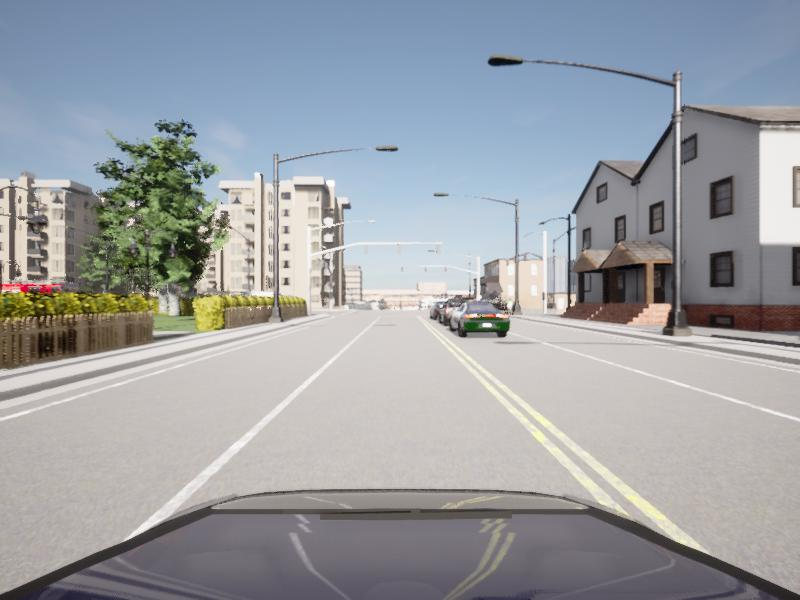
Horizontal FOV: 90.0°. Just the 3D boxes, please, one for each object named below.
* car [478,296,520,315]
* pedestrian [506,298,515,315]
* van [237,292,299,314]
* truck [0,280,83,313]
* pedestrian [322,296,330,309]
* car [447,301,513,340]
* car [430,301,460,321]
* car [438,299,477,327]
[{"bbox_3d":[12.242,0.686,49.641,4.605,1.855,1.932,7,0,-3],"label":"car"},{"bbox_3d":[11.985,0.670,43.494,0.751,1.860,0.751,0,0,1],"label":"pedestrian"},{"bbox_3d":[-15.297,0.318,46.598,6.366,2.431,2.351,0,0,1],"label":"van"},{"bbox_3d":[-42.817,-0.380,47.223,8.468,3.827,2.891,0,0,-1],"label":"truck"},{"bbox_3d":[-10.824,0.316,58.466,0.751,1.860,0.751,0,0,24],"label":"pedestrian"},{"bbox_3d":[3.461,0.802,18.333,2.038,1.542,4.974,0,0,0],"label":"car"},{"bbox_3d":[3.438,0.829,31.396,1.812,1.442,4.674,0,0,0],"label":"car"},{"bbox_3d":[3.451,0.756,24.832,1.851,1.617,3.988,0,0,0],"label":"car"}]
